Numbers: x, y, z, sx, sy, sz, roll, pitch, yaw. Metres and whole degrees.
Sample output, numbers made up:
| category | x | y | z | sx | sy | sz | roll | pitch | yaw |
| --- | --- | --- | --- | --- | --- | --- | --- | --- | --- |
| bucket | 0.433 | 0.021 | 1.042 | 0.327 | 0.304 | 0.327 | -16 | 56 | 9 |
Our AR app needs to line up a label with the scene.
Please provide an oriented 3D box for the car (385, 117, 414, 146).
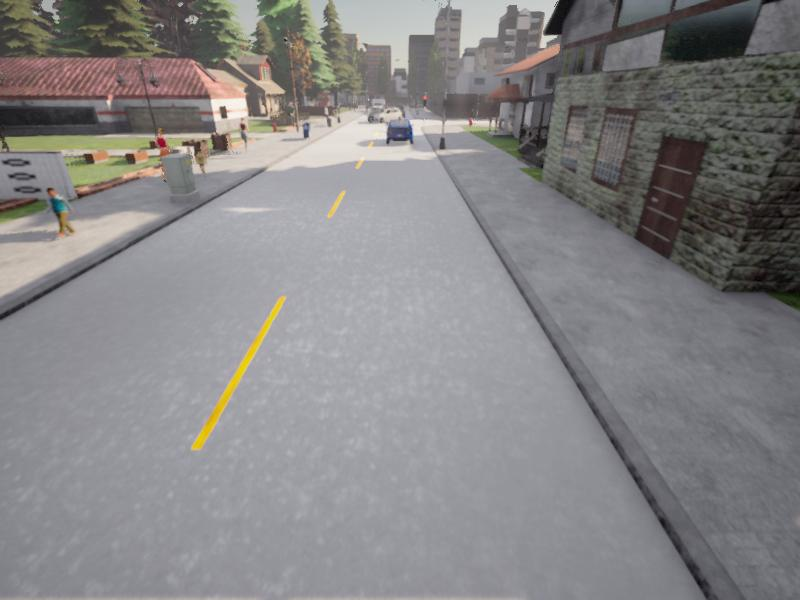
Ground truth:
| category | x | y | z | sx | sy | sz | roll | pitch | yaw |
| --- | --- | --- | --- | --- | --- | --- | --- | --- | --- |
| car | -0.011 | -12.075 | 28.468 | 1.882 | 1.535 | 5.008 | 0 | 27 | 0 |

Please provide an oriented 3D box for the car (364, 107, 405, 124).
| category | x | y | z | sx | sy | sz | roll | pitch | yaw |
| --- | --- | --- | --- | --- | --- | --- | --- | --- | --- |
| car | -1.827 | -22.111 | 47.858 | 2.242 | 1.667 | 4.611 | 23 | 35 | 37 |

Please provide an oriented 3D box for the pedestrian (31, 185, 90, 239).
| category | x | y | z | sx | sy | sz | roll | pitch | yaw |
| --- | --- | --- | --- | --- | --- | --- | --- | --- | --- |
| pedestrian | -7.545 | -1.964 | 8.930 | 0.500 | 1.100 | 0.500 | 0 | 27 | 0 |

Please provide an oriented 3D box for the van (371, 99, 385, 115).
| category | x | y | z | sx | sy | sz | roll | pitch | yaw |
| --- | --- | --- | --- | --- | --- | --- | --- | --- | --- |
| van | -4.044 | -36.411 | 75.339 | 2.351 | 2.431 | 6.366 | 0 | 27 | 0 |

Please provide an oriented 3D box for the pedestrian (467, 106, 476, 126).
| category | x | y | z | sx | sy | sz | roll | pitch | yaw |
| --- | --- | --- | --- | --- | --- | --- | --- | --- | --- |
| pedestrian | 7.562 | -19.467 | 42.276 | 0.751 | 1.860 | 0.751 | 1 | 27 | 1 |

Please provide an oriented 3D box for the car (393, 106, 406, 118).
| category | x | y | z | sx | sy | sz | roll | pitch | yaw |
| --- | --- | --- | --- | --- | --- | --- | --- | --- | --- |
| car | -0.037 | -28.286 | 60.047 | 1.845 | 1.501 | 3.633 | 0 | 27 | 0 |

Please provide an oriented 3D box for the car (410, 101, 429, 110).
| category | x | y | z | sx | sy | sz | roll | pitch | yaw |
| --- | --- | --- | --- | --- | --- | --- | --- | --- | --- |
| car | 4.796 | -47.749 | 98.085 | 4.605 | 1.855 | 1.932 | 0 | 27 | 0 |

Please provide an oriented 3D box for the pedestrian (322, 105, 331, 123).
| category | x | y | z | sx | sy | sz | roll | pitch | yaw |
| --- | --- | --- | --- | --- | --- | --- | --- | --- | --- |
| pedestrian | -8.253 | -20.900 | 44.974 | 0.751 | 1.860 | 0.751 | -9 | 29 | -17 |

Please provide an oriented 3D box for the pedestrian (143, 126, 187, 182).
| category | x | y | z | sx | sy | sz | roll | pitch | yaw |
| --- | --- | --- | --- | --- | --- | --- | --- | --- | --- |
| pedestrian | -8.564 | -5.331 | 14.650 | 0.751 | 1.860 | 0.751 | -1 | 27 | -2 |

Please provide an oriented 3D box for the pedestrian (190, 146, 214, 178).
| category | x | y | z | sx | sy | sz | roll | pitch | yaw |
| --- | --- | --- | --- | --- | --- | --- | --- | --- | --- |
| pedestrian | -7.668 | -5.352 | 15.528 | 0.500 | 1.100 | 0.500 | -2 | 27 | -5 |

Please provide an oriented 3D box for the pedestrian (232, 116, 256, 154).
| category | x | y | z | sx | sy | sz | roll | pitch | yaw |
| --- | --- | --- | --- | --- | --- | --- | --- | --- | --- |
| pedestrian | -8.495 | -9.025 | 21.844 | 0.751 | 1.860 | 0.751 | 1 | 27 | 2 |
